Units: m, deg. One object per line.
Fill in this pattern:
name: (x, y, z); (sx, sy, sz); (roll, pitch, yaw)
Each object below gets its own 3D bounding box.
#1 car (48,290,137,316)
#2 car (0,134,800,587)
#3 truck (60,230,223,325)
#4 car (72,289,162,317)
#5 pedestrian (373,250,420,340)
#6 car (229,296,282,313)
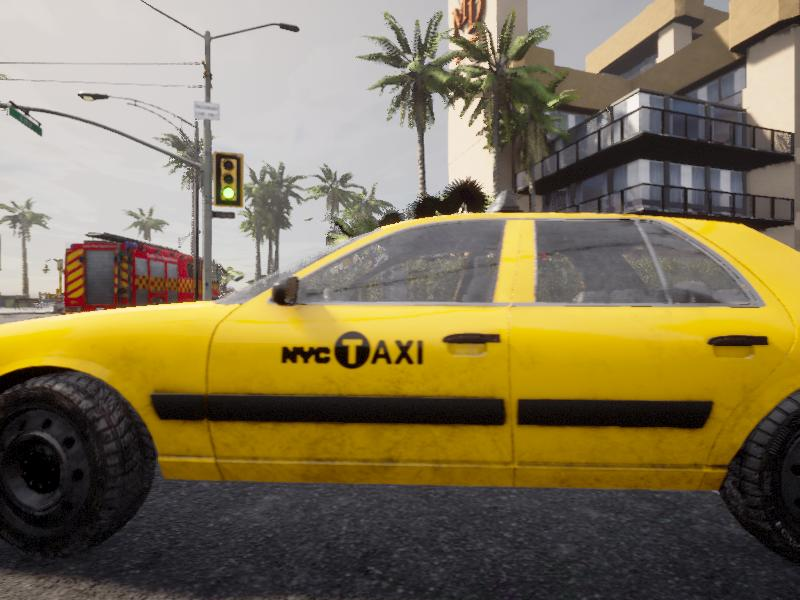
car: (-21.611, 0.201, 28.399); (2.033, 1.649, 4.856); (0, 0, 12)
car: (0.280, 0.206, 2.327); (5.366, 1.575, 1.801); (0, 0, 2)
truck: (-12.282, -0.905, 20.342); (2.891, 3.827, 8.468); (0, 0, -1)
car: (-18.483, 0.178, 26.478); (2.242, 1.667, 4.611); (0, 0, 10)
pedestrian: (-0.078, -0.110, 8.825); (0.751, 1.860, 0.751); (0, 0, -35)
car: (-12.444, 0.330, 34.760); (1.994, 1.385, 4.181); (0, 0, 22)
